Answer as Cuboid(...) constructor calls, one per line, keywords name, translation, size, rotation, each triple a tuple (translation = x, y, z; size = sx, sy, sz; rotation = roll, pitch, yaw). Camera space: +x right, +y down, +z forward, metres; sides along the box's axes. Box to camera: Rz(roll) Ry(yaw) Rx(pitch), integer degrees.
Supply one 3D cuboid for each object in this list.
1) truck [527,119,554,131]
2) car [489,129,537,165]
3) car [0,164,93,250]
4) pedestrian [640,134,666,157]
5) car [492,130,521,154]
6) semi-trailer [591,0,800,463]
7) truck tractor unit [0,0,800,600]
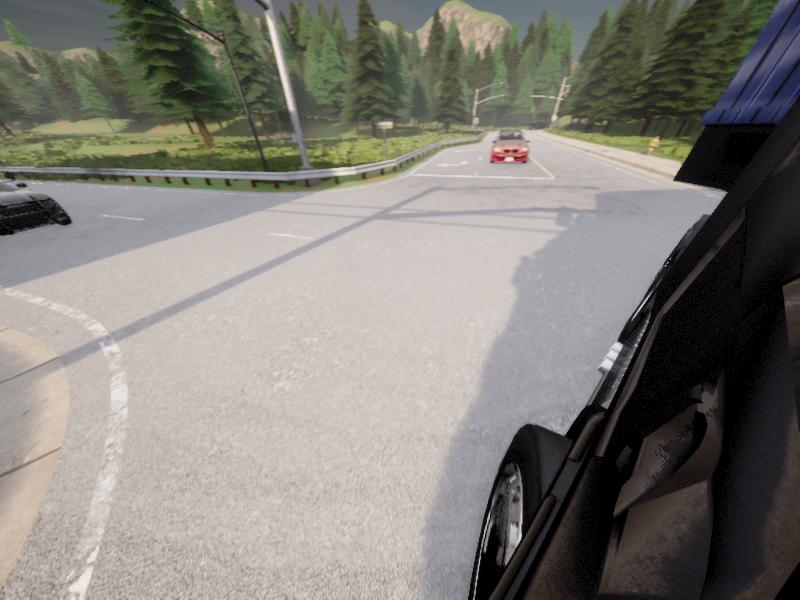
Cuboid(name="truck", translation=(36.330, -45.279, 59.744), size=(6.274, 2.098, 2.390), rotation=(-17, 40, -19))
Cuboid(name="car", translation=(7.262, -10.258, 15.372), size=(2.242, 1.667, 4.611), rotation=(9, 39, 15))
Cuboid(name="car", translation=(-12.318, -2.821, 6.637), size=(5.238, 1.638, 1.930), rotation=(10, 39, 16))
Cuboid(name="pedestrian", translation=(15.145, -9.278, 13.851), size=(0.500, 1.100, 0.500), rotation=(15, 40, 21))
Cuboid(name="car", translation=(9.073, -13.743, 20.042), size=(1.816, 1.474, 4.193), rotation=(9, 39, 15))
Cuboid(name="semi-trailer", translation=(10.108, -1.359, 1.228), size=(14.254, 4.402, 2.717), rotation=(-2, 37, 0))
Cuboid(name="truck tractor unit", translation=(2.645, -0.295, 0.351), size=(6.516, 4.208, 3.053), rotation=(-28, 44, -30))
